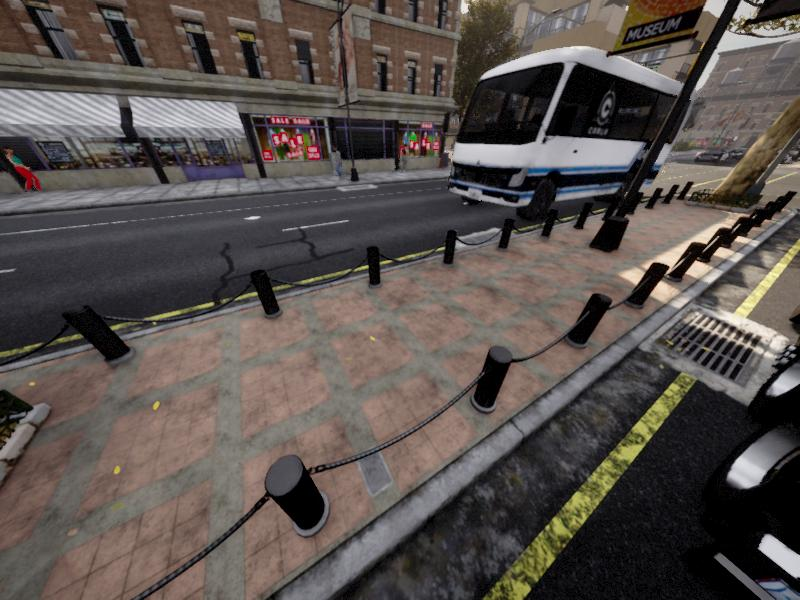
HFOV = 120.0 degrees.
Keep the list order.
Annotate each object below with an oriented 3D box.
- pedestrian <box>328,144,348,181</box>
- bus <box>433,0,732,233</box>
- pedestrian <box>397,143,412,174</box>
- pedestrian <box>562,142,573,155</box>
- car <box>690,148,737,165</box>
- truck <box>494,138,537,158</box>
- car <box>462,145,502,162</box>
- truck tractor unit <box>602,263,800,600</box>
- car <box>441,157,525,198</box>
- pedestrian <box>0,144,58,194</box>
[{"bbox_3d":[-3.697,-8.259,13.898,0.751,1.860,0.751,-14,37,-20],"label":"pedestrian"},{"bbox_3d":[6.817,-5.982,8.949,10.273,4.253,3.944,-17,38,-25],"label":"bus"},{"bbox_3d":[0.344,-10.256,16.798,0.751,1.860,0.751,-26,42,-32],"label":"pedestrian"},{"bbox_3d":[28.104,-25.401,38.768,0.751,1.860,0.751,-18,39,-24],"label":"pedestrian"},{"bbox_3d":[37.864,-17.385,27.925,4.974,1.542,2.038,-18,39,-24],"label":"car"},{"bbox_3d":[18.437,-24.564,37.280,2.627,2.467,5.204,-18,39,-25],"label":"truck"},{"bbox_3d":[10.847,-19.770,31.057,2.033,1.649,4.856,-18,39,-24],"label":"car"},{"bbox_3d":[5.106,-0.306,0.781,6.516,4.208,3.053,-18,39,-24],"label":"truck tractor unit"},{"bbox_3d":[4.208,-6.416,11.911,3.633,1.501,1.845,-18,39,-24],"label":"car"},{"bbox_3d":[-16.779,-5.804,10.269,0.751,1.860,0.751,-16,38,-22],"label":"pedestrian"}]
